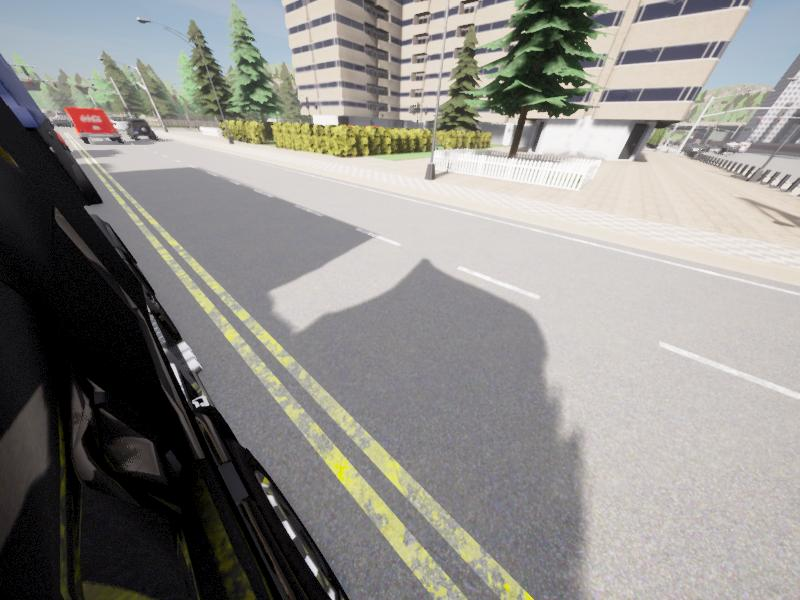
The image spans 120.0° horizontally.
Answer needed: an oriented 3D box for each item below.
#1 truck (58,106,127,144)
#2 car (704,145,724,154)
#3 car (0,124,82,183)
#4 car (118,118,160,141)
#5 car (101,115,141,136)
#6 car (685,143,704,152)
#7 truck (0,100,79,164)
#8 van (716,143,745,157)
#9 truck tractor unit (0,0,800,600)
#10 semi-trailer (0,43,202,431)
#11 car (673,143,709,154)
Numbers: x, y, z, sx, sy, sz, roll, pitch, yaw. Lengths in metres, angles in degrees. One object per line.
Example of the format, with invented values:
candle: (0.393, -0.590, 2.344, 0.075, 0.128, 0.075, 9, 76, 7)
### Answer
truck: (-27.965, -15.857, 21.023, 5.204, 2.467, 2.627, 27, 43, 31)
car: (76.886, -37.022, 56.641, 1.851, 1.617, 3.988, 28, 44, 30)
car: (-15.847, -6.286, 9.677, 4.611, 1.667, 2.242, 28, 43, 30)
car: (-28.284, -18.521, 25.074, 3.866, 1.878, 1.905, 28, 44, 30)
car: (-37.397, -23.451, 30.969, 5.566, 2.045, 2.150, 28, 44, 30)
car: (73.737, -38.170, 57.884, 2.033, 1.649, 4.856, 28, 44, 30)
truck: (-21.364, -9.596, 13.044, 5.204, 2.467, 2.627, 29, 44, 29)
van: (67.490, -30.767, 47.273, 2.069, 2.038, 4.480, 28, 44, 30)
truck tractor unit: (-2.645, -0.295, 0.351, 6.516, 4.208, 3.053, 28, 44, 30)
semi-trailer: (-8.696, -3.606, 4.231, 14.254, 4.402, 2.717, 28, 44, 30)
car: (63.097, -32.846, 50.094, 4.974, 1.542, 2.038, 0, 37, -5)
